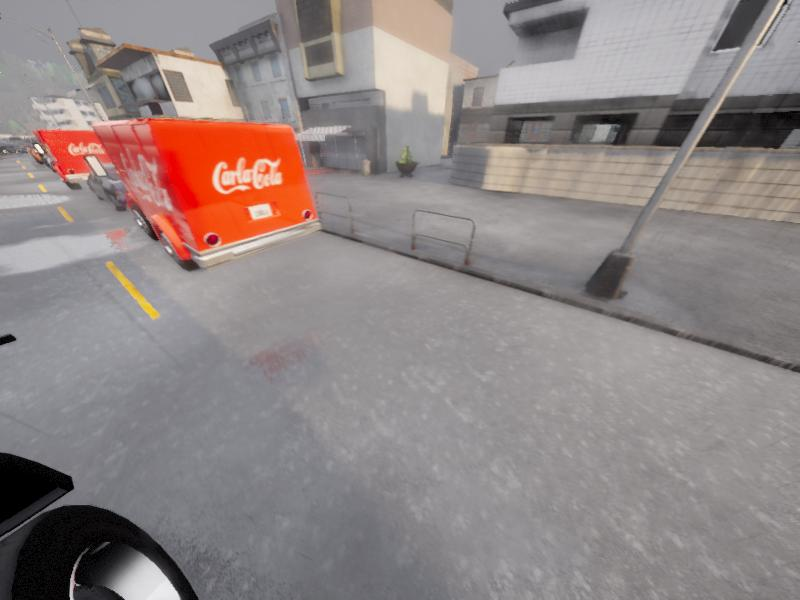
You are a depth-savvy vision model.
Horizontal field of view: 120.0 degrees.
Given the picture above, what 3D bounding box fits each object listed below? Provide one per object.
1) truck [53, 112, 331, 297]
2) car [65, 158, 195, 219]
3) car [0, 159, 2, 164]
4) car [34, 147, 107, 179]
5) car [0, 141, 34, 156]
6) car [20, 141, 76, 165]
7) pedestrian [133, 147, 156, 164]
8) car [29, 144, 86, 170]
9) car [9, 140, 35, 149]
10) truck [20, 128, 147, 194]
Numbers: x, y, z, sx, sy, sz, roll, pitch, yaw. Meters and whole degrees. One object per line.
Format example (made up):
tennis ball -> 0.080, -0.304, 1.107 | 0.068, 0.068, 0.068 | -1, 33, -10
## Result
truck -> -4.589, -2.549, 5.348 | 5.204, 2.467, 2.627 | 22, 41, 28
car -> -10.766, -4.629, 9.182 | 5.357, 1.411, 2.033 | 22, 41, 28
car -> -40.235, -13.789, 22.022 | 4.718, 1.301, 1.895 | 22, 41, 28
car -> -22.998, -9.673, 16.120 | 4.974, 1.542, 2.038 | 22, 41, 28
car -> -54.433, -20.904, 31.827 | 4.892, 1.490, 1.837 | 5, 37, 6
car -> -33.912, -14.229, 22.266 | 4.553, 1.767, 2.097 | 22, 41, 28
pedestrian -> -23.279, -13.177, 21.066 | 0.751, 1.300, 0.751 | 22, 41, 28
car -> -28.523, -11.958, 19.250 | 3.988, 1.617, 1.851 | 22, 41, 28
car -> -75.020, -30.833, 45.855 | 4.181, 1.385, 1.994 | 21, 40, 27
truck -> -16.685, -7.485, 12.247 | 5.204, 2.467, 2.627 | 22, 41, 28
